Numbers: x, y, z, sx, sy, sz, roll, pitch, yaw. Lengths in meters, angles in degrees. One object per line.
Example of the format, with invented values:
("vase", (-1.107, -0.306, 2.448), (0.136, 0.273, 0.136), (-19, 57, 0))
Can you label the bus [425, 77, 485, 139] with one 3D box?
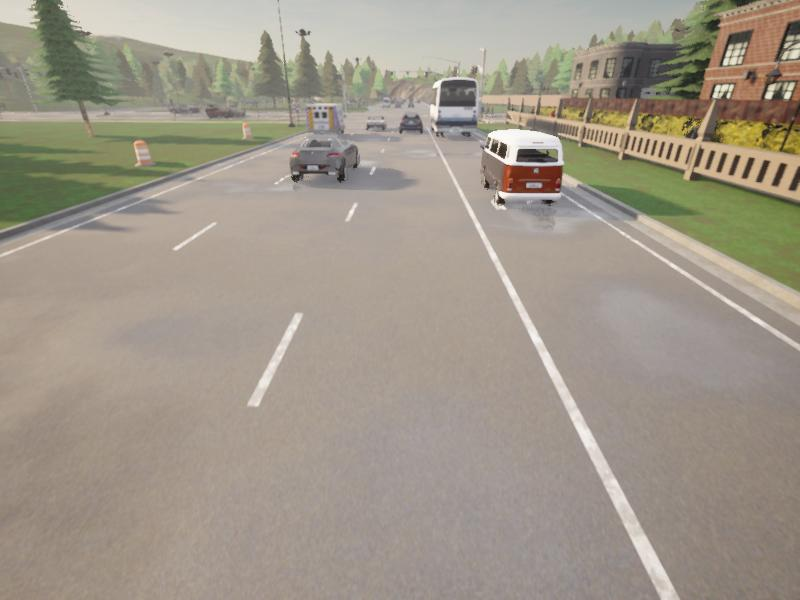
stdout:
("bus", (4.380, -16.822, 34.963), (3.944, 4.253, 10.273), (1, 27, 1))

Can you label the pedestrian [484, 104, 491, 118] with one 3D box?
("pedestrian", (13.555, -29.390, 62.169), (0.751, 1.860, 0.751), (2, 27, 3))

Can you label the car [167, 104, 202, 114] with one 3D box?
("car", (-39.740, -35.198, 73.823), (5.238, 1.638, 1.930), (1, 27, 2))

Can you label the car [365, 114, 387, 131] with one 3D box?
("car", (-2.357, -18.160, 40.833), (1.895, 1.301, 4.718), (1, 27, 1))

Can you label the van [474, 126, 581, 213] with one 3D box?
("van", (3.885, -4.485, 13.225), (2.069, 2.038, 4.480), (1, 27, 1))

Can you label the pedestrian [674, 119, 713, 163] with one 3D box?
("pedestrian", (14.001, -7.583, 19.107), (0.751, 1.860, 0.751), (1, 27, 1))

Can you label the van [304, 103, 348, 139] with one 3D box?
("van", (-6.048, -15.121, 33.634), (2.351, 2.431, 6.366), (1, 27, 1))

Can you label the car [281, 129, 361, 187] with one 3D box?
("car", (-3.113, -6.189, 17.024), (2.152, 1.651, 5.027), (1, 27, 3))

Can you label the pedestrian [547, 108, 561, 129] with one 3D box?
("pedestrian", (14.648, -17.280, 38.103), (0.751, 1.860, 0.751), (1, 27, 3))

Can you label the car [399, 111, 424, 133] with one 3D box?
("car", (1.069, -16.964, 38.077), (2.242, 1.667, 4.611), (1, 27, 1))

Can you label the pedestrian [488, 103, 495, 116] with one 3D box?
("pedestrian", (14.652, -30.421, 63.845), (0.751, 1.860, 0.751), (-3, 27, -6))

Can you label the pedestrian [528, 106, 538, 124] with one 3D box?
("pedestrian", (15.145, -21.127, 45.639), (0.751, 1.860, 0.751), (2, 27, 4))

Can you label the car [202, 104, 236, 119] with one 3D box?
("car", (-27.121, -28.282, 60.003), (3.866, 1.878, 1.905), (1, 27, 2))

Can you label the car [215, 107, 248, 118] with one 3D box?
("car", (-26.640, -29.635, 63.228), (4.181, 1.385, 1.994), (1, 27, 2))

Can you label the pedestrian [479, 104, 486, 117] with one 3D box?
("pedestrian", (12.912, -29.591, 62.554), (0.751, 1.860, 0.751), (3, 27, 5))
